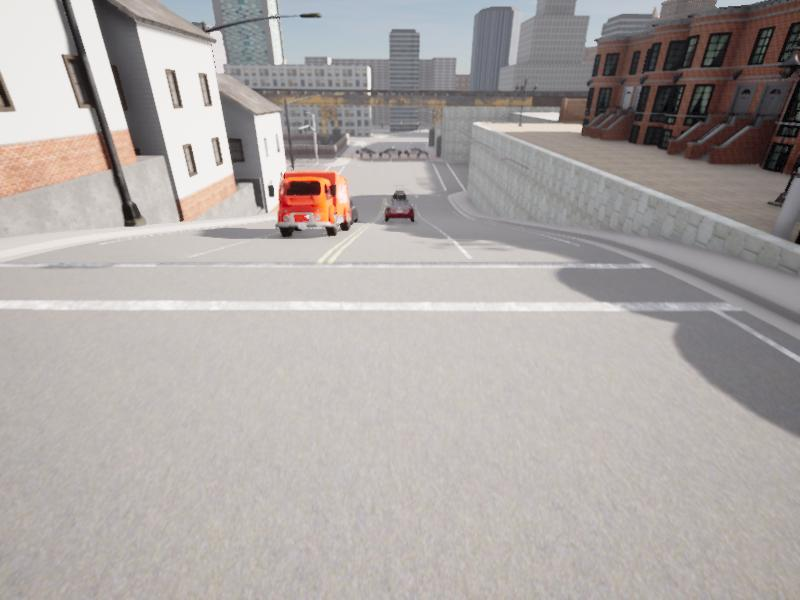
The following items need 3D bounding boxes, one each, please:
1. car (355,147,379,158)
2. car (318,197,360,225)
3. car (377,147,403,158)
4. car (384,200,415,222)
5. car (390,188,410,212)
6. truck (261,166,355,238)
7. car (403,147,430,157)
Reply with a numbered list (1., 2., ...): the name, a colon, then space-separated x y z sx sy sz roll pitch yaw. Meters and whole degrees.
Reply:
1. car: -6.635 -29.711 80.372 4.974 1.542 2.038 24 35 38
2. car: -3.526 -5.311 23.740 1.816 1.474 4.193 0 14 0
3. car: -2.027 -29.687 80.358 4.974 1.542 2.038 -18 32 -32
4. car: -0.027 -6.232 27.797 1.994 1.385 4.181 0 13 0
5. car: -0.030 -10.263 40.845 1.932 1.855 4.605 0 21 0
6. truck: -3.559 -4.078 16.834 2.627 2.467 5.204 -1 14 0
7. car: 3.346 -30.014 81.032 4.974 1.542 2.038 14 30 25
